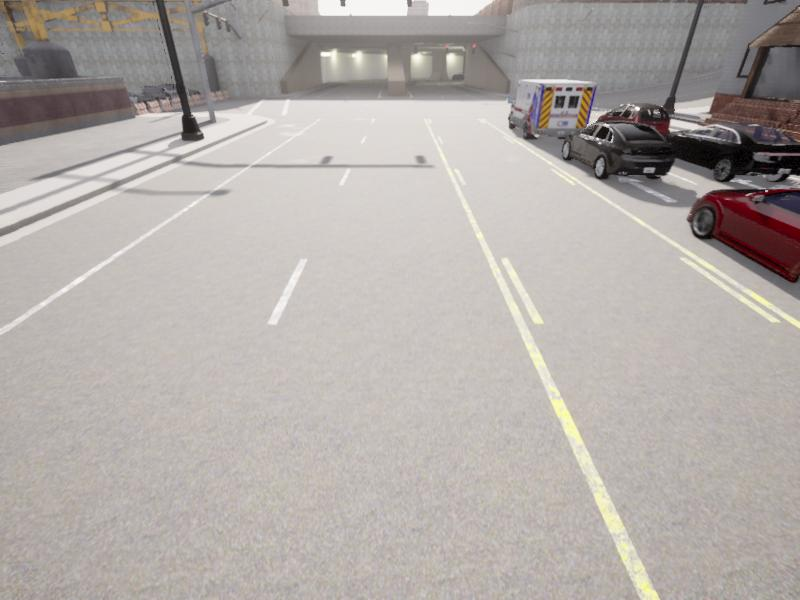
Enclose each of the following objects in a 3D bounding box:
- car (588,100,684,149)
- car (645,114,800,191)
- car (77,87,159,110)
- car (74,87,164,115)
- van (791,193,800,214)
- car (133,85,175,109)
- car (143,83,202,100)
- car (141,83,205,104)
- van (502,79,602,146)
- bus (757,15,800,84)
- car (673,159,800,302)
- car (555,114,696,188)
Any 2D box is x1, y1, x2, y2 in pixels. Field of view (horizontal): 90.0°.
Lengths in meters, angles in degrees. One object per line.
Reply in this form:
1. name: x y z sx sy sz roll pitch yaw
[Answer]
1. car: 10.531 -8.101 18.258 1.851 1.617 3.988 0 30 0
2. car: 10.516 -4.931 12.935 2.128 1.511 4.902 0 30 0
3. car: -21.169 -15.258 30.187 1.853 1.218 4.536 26 39 37
4. car: -21.133 -15.141 30.299 2.038 1.542 4.974 26 39 37
5. van: 10.516 -1.912 7.249 2.069 2.038 4.480 0 30 0
6. car: -21.141 -17.468 34.276 2.038 1.542 4.974 -20 36 -31
7. car: -21.952 -20.292 38.790 1.853 1.218 4.536 15 34 24
8. car: -21.927 -20.179 38.909 2.038 1.542 4.974 15 34 24
9. van: 7.035 -9.384 19.637 2.351 2.431 6.366 0 30 0
10. bus: 35.349 -20.705 31.222 10.273 4.253 3.944 -12 30 7
11. car: 6.996 -1.211 6.716 1.994 1.385 4.181 1 30 2
12. car: 7.022 -5.091 13.223 1.837 1.490 4.892 0 30 0
